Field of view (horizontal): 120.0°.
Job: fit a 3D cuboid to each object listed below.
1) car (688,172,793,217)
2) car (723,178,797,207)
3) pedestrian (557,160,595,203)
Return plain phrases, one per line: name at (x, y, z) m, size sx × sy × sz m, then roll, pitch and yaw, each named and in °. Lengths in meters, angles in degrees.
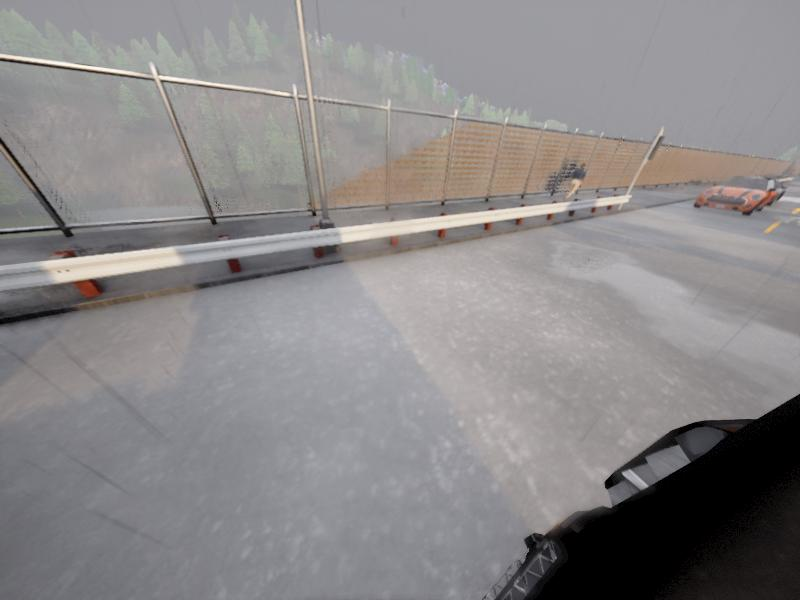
car at (18.734, -5.923, 12.734) m, size 4.553 × 1.767 × 2.097 m, roll -16°, pitch 38°, yaw -26°
car at (25.052, -7.563, 16.089) m, size 4.181 × 1.385 × 1.994 m, roll -16°, pitch 38°, yaw -26°
pedestrian at (9.131, -6.161, 12.034) m, size 0.751 × 1.860 × 0.751 m, roll -20°, pitch 40°, yaw -31°
